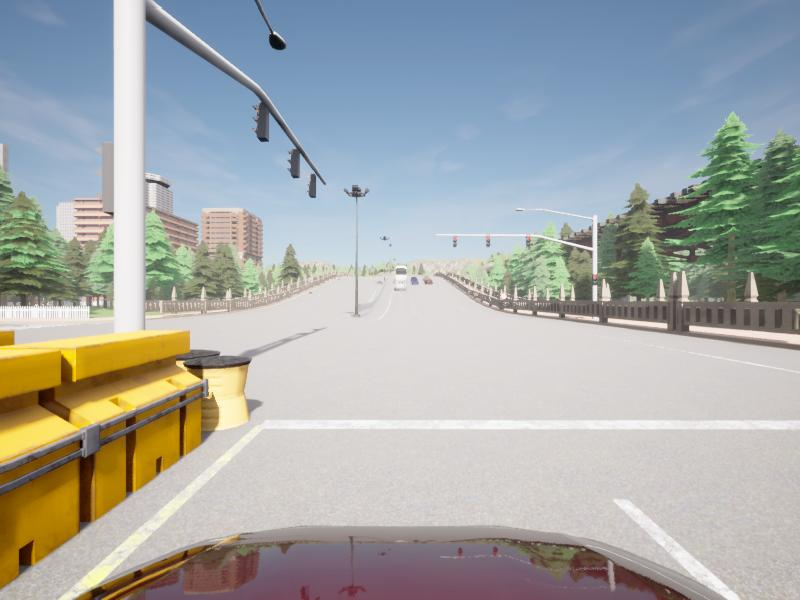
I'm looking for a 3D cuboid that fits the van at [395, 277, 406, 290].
[{"bbox_3d":[0.212,-3.657,89.198,2.351,2.431,6.366,0,7,0],"label":"van"}]

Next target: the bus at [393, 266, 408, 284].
[{"bbox_3d":[0.197,-6.979,108.168,3.944,4.253,10.273,0,7,0],"label":"bus"}]
